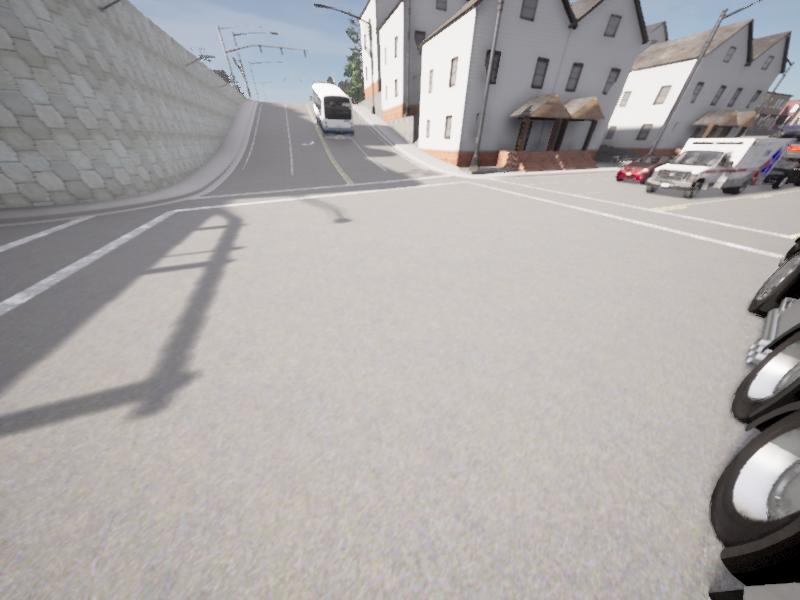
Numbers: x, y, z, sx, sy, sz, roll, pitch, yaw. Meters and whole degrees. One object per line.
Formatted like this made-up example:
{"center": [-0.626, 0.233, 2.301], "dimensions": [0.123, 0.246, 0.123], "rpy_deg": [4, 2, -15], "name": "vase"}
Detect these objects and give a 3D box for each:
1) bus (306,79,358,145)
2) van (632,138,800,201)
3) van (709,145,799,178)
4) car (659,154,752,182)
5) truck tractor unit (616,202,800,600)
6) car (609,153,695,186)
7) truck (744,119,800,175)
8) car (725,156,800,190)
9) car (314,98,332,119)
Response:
{"center": [-8.167, -22.313, 27.287], "dimensions": [3.944, 4.253, 10.273], "rpy_deg": [-11, 50, -17], "name": "bus"}
{"center": [16.108, -6.864, 11.921], "dimensions": [6.366, 2.431, 2.351], "rpy_deg": [-11, 36, -16], "name": "van"}
{"center": [28.574, -11.293, 18.732], "dimensions": [4.480, 2.038, 2.069], "rpy_deg": [-11, 36, -16], "name": "van"}
{"center": [22.512, -9.865, 17.103], "dimensions": [4.902, 1.511, 2.128], "rpy_deg": [-11, 36, -16], "name": "car"}
{"center": [4.997, -0.401, 0.925], "dimensions": [6.516, 4.208, 3.053], "rpy_deg": [-23, 41, -29], "name": "truck tractor unit"}
{"center": [16.669, -8.747, 15.373], "dimensions": [3.988, 1.617, 1.851], "rpy_deg": [-11, 36, -16], "name": "car"}
{"center": [36.797, -13.667, 20.639], "dimensions": [8.468, 3.827, 2.891], "rpy_deg": [-11, 36, -16], "name": "truck"}
{"center": [23.370, -7.923, 14.308], "dimensions": [4.892, 1.490, 1.837], "rpy_deg": [-11, 36, -16], "name": "car"}
{"center": [-11.660, -28.996, 34.937], "dimensions": [1.801, 1.575, 5.366], "rpy_deg": [-11, 49, -17], "name": "car"}
